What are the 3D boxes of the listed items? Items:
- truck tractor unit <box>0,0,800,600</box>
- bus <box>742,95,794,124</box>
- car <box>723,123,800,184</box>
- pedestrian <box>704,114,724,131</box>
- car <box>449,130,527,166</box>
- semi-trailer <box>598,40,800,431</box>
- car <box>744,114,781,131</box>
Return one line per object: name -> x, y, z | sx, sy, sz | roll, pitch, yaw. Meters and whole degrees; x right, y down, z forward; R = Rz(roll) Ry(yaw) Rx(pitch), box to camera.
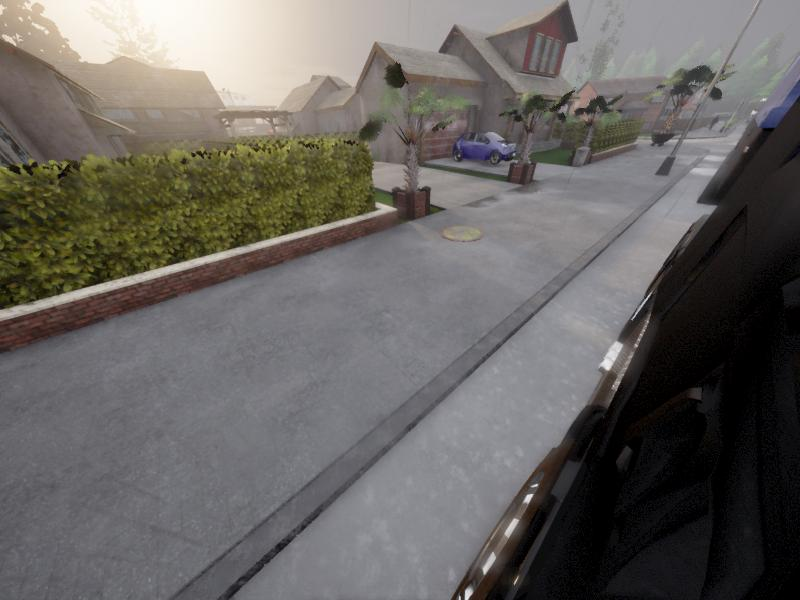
truck tractor unit -> 2.645, -0.295, 0.351 | 6.516, 4.208, 3.053 | -28, 44, -30
bus -> 76.895, -39.833, 48.551 | 10.273, 4.253, 3.944 | -27, 43, -30
car -> 16.100, -6.404, 9.847 | 5.238, 1.638, 1.930 | -28, 44, -30
pedestrian -> 42.906, -24.226, 31.580 | 0.751, 1.860, 0.751 | -24, 42, -26
car -> 4.982, -8.957, 13.509 | 1.845, 1.501, 3.633 | -30, 45, -32
semi-trailer -> 8.694, -3.609, 4.231 | 14.254, 4.402, 2.717 | -28, 44, -30
car -> 50.722, -24.886, 32.386 | 5.027, 1.651, 2.152 | -28, 44, -30
